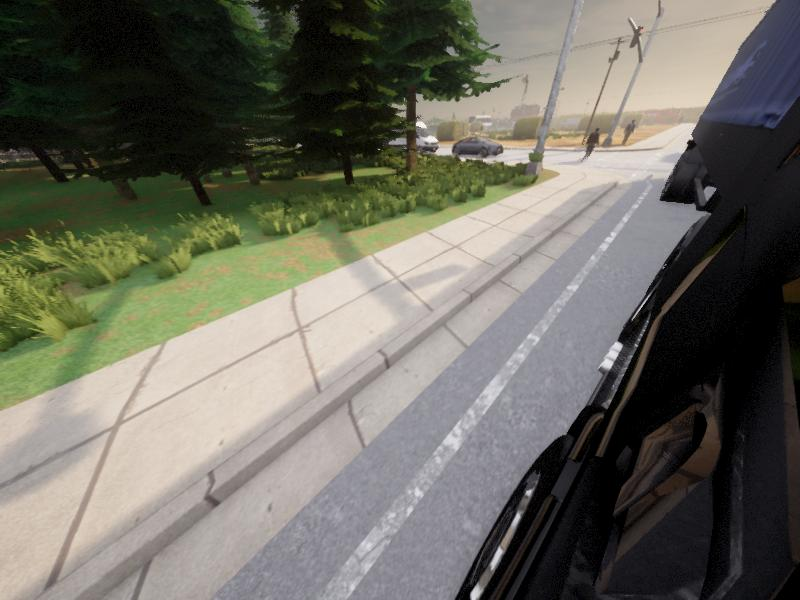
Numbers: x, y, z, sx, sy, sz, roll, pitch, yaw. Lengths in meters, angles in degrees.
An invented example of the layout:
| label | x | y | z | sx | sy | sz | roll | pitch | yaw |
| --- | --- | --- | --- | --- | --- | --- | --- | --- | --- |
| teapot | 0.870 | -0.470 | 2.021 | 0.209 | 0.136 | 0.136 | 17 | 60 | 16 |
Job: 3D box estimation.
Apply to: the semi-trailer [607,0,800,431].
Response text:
| label | x | y | z | sx | sy | sz | roll | pitch | yaw |
| --- | --- | --- | --- | --- | --- | --- | --- | --- | --- |
| semi-trailer | 8.242 | -3.883 | 4.628 | 2.717 | 4.402 | 14.254 | 28 | 47 | 35 |

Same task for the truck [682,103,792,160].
| label | x | y | z | sx | sy | sz | roll | pitch | yaw |
| --- | --- | --- | --- | --- | --- | --- | --- | --- | --- |
| truck | 20.424 | -10.482 | 14.351 | 5.204 | 2.467 | 2.627 | -32 | 46 | -32 |

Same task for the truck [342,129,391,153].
| label | x | y | z | sx | sy | sz | roll | pitch | yaw |
| --- | --- | --- | --- | --- | --- | --- | --- | --- | --- |
| truck | -4.113 | -19.408 | 28.104 | 2.390 | 2.098 | 6.274 | -30 | 45 | -32 |

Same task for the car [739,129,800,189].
| label | x | y | z | sx | sy | sz | roll | pitch | yaw |
| --- | --- | --- | --- | --- | --- | --- | --- | --- | --- |
| car | 16.161 | -5.391 | 8.644 | 4.902 | 1.511 | 2.128 | -15 | 43 | -17 |

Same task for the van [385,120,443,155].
| label | x | y | z | sx | sy | sz | roll | pitch | yaw |
| --- | --- | --- | --- | --- | --- | --- | --- | --- | --- |
| van | 1.231 | -16.276 | 23.231 | 1.988 | 2.561 | 5.915 | -30 | 45 | -32 |

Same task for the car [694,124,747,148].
| label | x | y | z | sx | sy | sz | roll | pitch | yaw |
| --- | --- | --- | --- | --- | --- | --- | --- | --- | --- |
| car | 26.170 | -13.523 | 18.983 | 4.181 | 1.385 | 1.994 | -31 | 45 | -33 |

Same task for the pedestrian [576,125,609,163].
| label | x | y | z | sx | sy | sz | roll | pitch | yaw |
| --- | --- | --- | --- | --- | --- | --- | --- | --- | --- |
| pedestrian | 11.635 | -9.455 | 14.018 | 0.751 | 1.860 | 0.751 | -30 | 45 | -32 |

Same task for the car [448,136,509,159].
| label | x | y | z | sx | sy | sz | roll | pitch | yaw |
| --- | --- | --- | --- | --- | --- | --- | --- | --- | --- |
| car | 6.354 | -12.675 | 19.088 | 1.994 | 1.385 | 4.181 | -30 | 45 | -32 |

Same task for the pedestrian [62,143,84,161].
| label | x | y | z | sx | sy | sz | roll | pitch | yaw |
| --- | --- | --- | --- | --- | --- | --- | --- | --- | --- |
| pedestrian | -42.280 | -19.137 | 29.894 | 0.751 | 1.860 | 0.751 | 29 | 47 | 35 |

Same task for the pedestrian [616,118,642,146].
| label | x | y | z | sx | sy | sz | roll | pitch | yaw |
| --- | --- | --- | --- | --- | --- | --- | --- | --- | --- |
| pedestrian | 19.581 | -14.350 | 19.786 | 0.751 | 1.860 | 0.751 | 15 | 40 | 22 |

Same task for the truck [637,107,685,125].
| label | x | y | z | sx | sy | sz | roll | pitch | yaw |
| --- | --- | --- | --- | --- | --- | --- | --- | --- | --- |
| truck | 78.030 | -55.049 | 69.340 | 2.891 | 3.827 | 8.468 | -31 | 45 | -32 |

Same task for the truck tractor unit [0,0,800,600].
| label | x | y | z | sx | sy | sz | roll | pitch | yaw |
| --- | --- | --- | --- | --- | --- | --- | --- | --- | --- |
| truck tractor unit | 2.645 | -0.295 | 0.351 | 6.516 | 4.208 | 3.053 | -28 | 44 | -30 |
